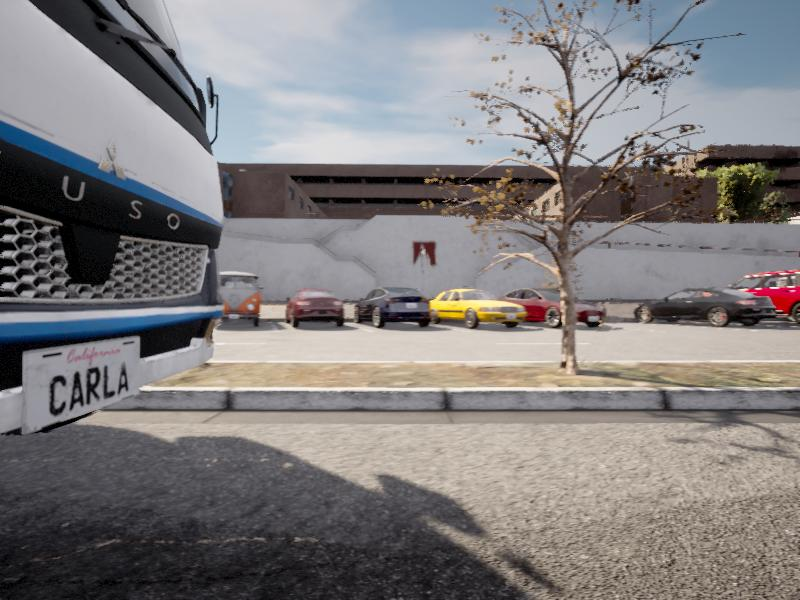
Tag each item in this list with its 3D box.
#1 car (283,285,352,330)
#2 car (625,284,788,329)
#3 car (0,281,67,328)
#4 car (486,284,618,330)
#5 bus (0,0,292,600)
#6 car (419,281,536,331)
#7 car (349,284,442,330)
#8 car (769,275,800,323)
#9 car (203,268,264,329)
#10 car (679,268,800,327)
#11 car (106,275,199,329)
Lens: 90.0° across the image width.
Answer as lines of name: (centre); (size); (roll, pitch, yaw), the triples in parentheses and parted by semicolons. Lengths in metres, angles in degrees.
car: (-3.373, 0.272, 15.568); (2.002, 1.452, 4.674); (0, -1, -20)
car: (11.554, 0.247, 15.560); (2.002, 1.452, 4.674); (0, -1, -20)
car: (-15.242, 0.166, 15.407); (1.946, 1.575, 5.366); (1, -1, -20)
car: (5.596, 0.261, 15.540); (2.163, 1.488, 4.792); (0, -1, -20)
bus: (-6.166, -1.148, 1.820); (10.273, 4.253, 3.944); (0, 0, 0)
car: (2.669, 0.231, 15.397); (1.946, 1.575, 5.366); (0, -1, -20)
car: (-0.400, 0.269, 15.597); (2.163, 1.488, 4.792); (0, -1, -20)
car: (17.566, -0.059, 15.455); (1.878, 1.987, 4.442); (0, -1, -20)
car: (-6.304, -0.002, 15.470); (1.878, 1.987, 4.442); (1, -1, -20)
car: (14.523, -0.061, 15.592); (2.435, 2.045, 5.566); (0, -1, -20)
car: (-9.332, 0.084, 15.549); (2.185, 1.767, 4.553); (0, -1, -20)
